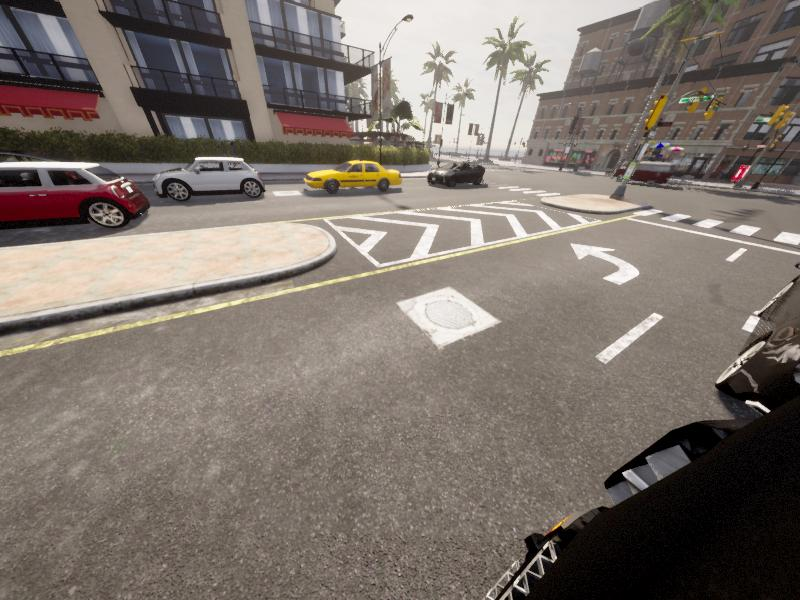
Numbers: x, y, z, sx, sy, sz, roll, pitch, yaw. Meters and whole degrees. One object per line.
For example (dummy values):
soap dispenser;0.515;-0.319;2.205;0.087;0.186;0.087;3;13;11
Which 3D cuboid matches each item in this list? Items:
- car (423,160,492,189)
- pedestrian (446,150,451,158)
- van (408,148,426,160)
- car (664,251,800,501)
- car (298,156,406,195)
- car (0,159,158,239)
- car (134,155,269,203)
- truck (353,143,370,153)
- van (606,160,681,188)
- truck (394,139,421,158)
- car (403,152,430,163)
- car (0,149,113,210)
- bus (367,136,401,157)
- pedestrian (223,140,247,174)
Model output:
car;4.087;-8.971;16.392;4.514;1.525;2.007;-20;40;-30
pedestrian;12.636;-37.990;60.134;0.751;1.860;0.751;-21;40;-31
van;3.772;-32.676;51.649;1.775;1.987;4.442;-16;38;-26
car;5.408;0.458;2.309;4.902;1.511;2.128;-16;38;-26
car;-2.470;-6.913;12.738;5.366;1.575;1.801;-16;38;-26
car;-9.273;-2.632;5.861;3.806;1.475;1.970;-16;38;-26
car;-8.046;-5.240;9.882;3.806;1.475;1.970;-16;38;-26
truck;-12.430;-49.232;74.895;5.204;2.467;2.627;27;40;31
van;24.004;-12.659;23.068;1.775;1.987;4.442;-16;38;-26
truck;1.742;-39.353;59.881;2.891;3.827;8.468;-16;38;-26
car;2.891;-25.573;41.422;2.033;1.411;5.357;-16;38;-26
car;-12.715;-3.908;7.446;3.705;1.549;1.789;-16;38;-26
bus;-4.528;-41.543;62.308;3.944;4.253;10.273;-22;41;-32
pedestrian;-10.838;-9.381;15.237;0.751;1.860;0.751;-17;38;-27
